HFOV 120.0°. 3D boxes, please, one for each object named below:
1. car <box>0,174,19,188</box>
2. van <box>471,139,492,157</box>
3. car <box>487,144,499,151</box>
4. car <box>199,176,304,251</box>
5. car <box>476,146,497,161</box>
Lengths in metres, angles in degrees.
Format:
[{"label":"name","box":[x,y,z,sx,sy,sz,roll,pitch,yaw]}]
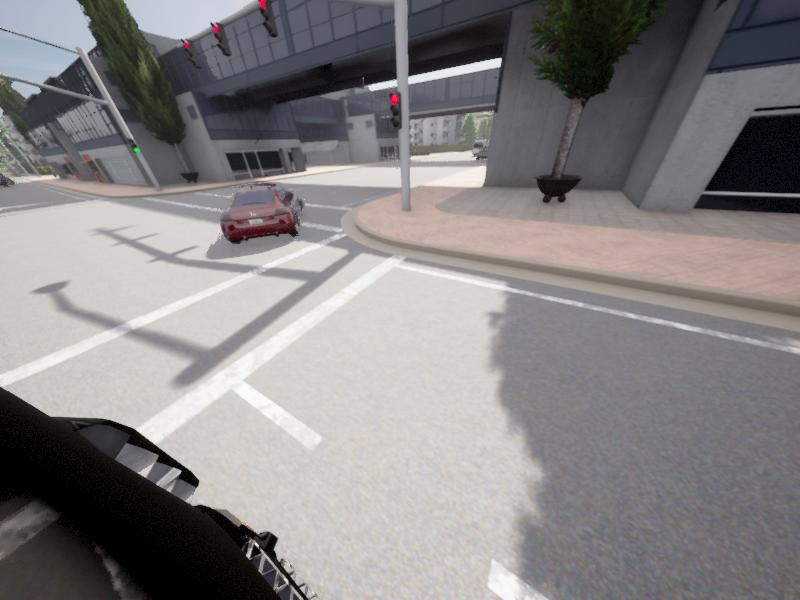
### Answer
[{"label":"car","box":[-53.580,-15.749,30.706,5.357,1.411,2.033,26,43,36]},{"label":"van","box":[15.181,-28.233,42.919,1.988,2.561,5.915,16,38,27]},{"label":"car","box":[26.231,-42.930,65.046,1.837,1.490,4.892,16,38,26]},{"label":"car","box":[-4.575,-3.221,7.936,1.994,1.385,4.181,-12,35,-13]},{"label":"car","box":[12.812,-21.770,34.229,1.851,1.617,3.988,16,38,27]}]
